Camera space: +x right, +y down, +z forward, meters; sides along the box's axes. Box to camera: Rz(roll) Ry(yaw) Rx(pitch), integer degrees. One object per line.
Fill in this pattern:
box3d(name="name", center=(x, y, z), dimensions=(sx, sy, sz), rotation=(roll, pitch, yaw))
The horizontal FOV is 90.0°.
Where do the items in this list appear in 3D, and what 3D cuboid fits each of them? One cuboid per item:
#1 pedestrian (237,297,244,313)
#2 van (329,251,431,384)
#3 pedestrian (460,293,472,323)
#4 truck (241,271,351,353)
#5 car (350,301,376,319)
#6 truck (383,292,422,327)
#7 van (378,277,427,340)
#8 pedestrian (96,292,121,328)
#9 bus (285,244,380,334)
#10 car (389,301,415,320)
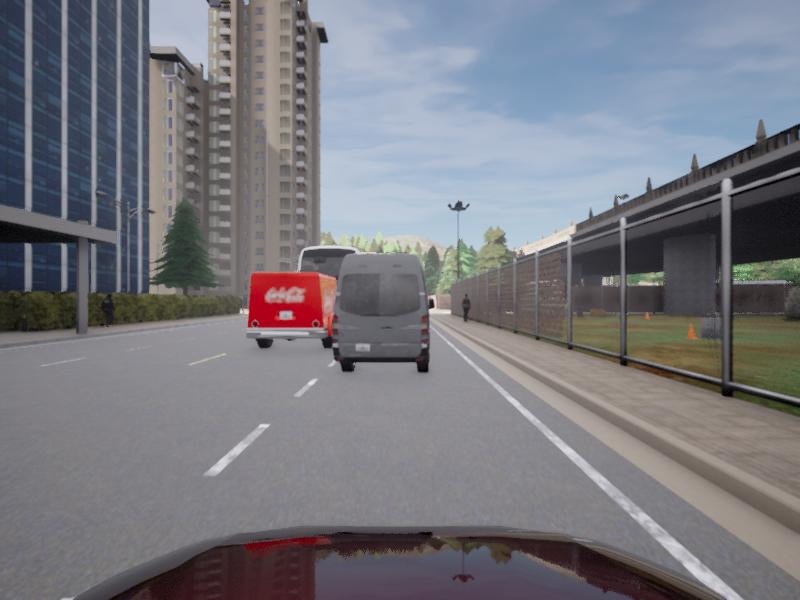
box3d(name="pedestrian", center=(-18.251, 0.588, 45.780), dimensions=(0.751, 1.860, 0.751), rotation=(0, 0, -19))
box3d(name="van", center=(-0.206, 0.334, 10.699), dimensions=(1.988, 2.561, 5.915), rotation=(0, 0, 4))
box3d(name="pedestrian", center=(4.128, 0.511, 25.071), dimensions=(0.751, 1.860, 0.751), rotation=(0, 0, 9))
box3d(name="truck", center=(-3.418, 0.369, 14.543), dimensions=(2.627, 2.467, 5.204), rotation=(0, 0, 0))
box3d(name="car", center=(-3.297, 0.839, 36.244), dimensions=(1.801, 1.575, 5.366), rotation=(0, 0, 0))
box3d(name="truck", center=(0.154, 0.572, 27.488), dimensions=(2.390, 2.098, 6.274), rotation=(0, 0, 0))
box3d(name="van", center=(0.110, 0.343, 19.070), dimensions=(1.988, 2.561, 5.915), rotation=(0, 0, 0))
box3d(name="pedestrian", center=(-15.311, 0.507, 21.014), dimensions=(0.751, 1.860, 0.751), rotation=(0, 0, -1))
box3d(name="bus", center=(-3.487, -0.509, 24.135), dimensions=(3.944, 4.253, 10.273), rotation=(0, 0, 0))
box3d(name="car", center=(0.198, 0.873, 35.262), dimensions=(2.128, 1.511, 4.902), rotation=(0, 0, 0))
